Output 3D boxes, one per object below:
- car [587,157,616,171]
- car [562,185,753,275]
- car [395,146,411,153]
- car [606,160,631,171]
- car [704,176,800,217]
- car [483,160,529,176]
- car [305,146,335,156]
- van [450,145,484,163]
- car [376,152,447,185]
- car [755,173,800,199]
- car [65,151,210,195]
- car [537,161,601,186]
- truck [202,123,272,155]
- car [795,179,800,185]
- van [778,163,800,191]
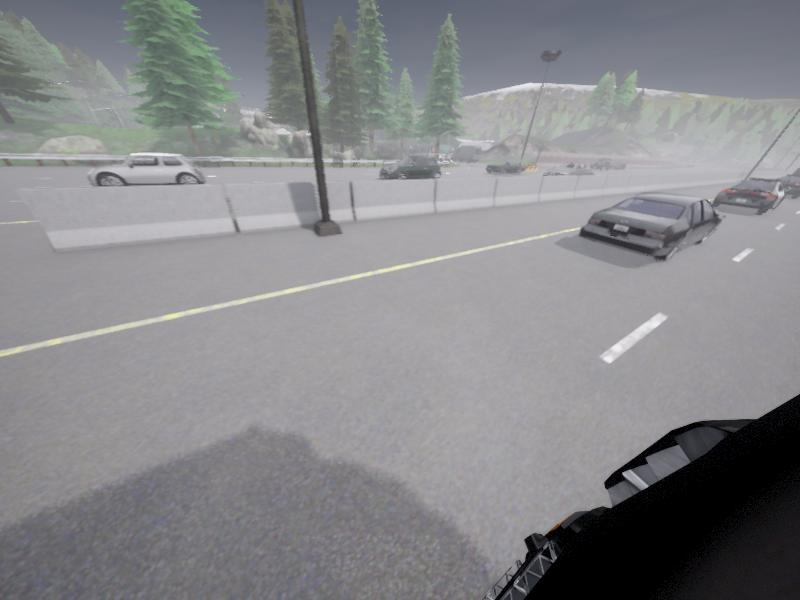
[{"bbox_3d":[35.825,-24.155,41.084,3.866,1.878,1.905,-16,38,-26],"label":"car"},{"bbox_3d":[7.541,-2.334,6.735,5.357,1.411,2.033,-16,38,-26],"label":"car"},{"bbox_3d":[1.116,-57.498,88.462,5.566,2.045,2.150,-16,38,-26],"label":"car"},{"bbox_3d":[41.813,-25.744,44.204,3.705,1.549,1.789,-16,38,-26],"label":"car"},{"bbox_3d":[19.636,-5.878,12.810,4.974,1.542,2.038,-16,38,-26],"label":"car"},{"bbox_3d":[11.833,-14.750,25.768,4.718,1.301,1.895,-16,38,-26],"label":"car"},{"bbox_3d":[-15.285,-28.630,44.402,5.008,1.535,1.882,-16,38,-26],"label":"car"},{"bbox_3d":[11.994,-26.572,42.043,1.988,2.561,5.915,-16,38,-26],"label":"van"},{"bbox_3d":[0.822,-9.537,16.695,4.553,1.767,2.097,-16,38,-26],"label":"car"},{"bbox_3d":[32.309,-9.531,19.208,4.974,1.542,2.038,-16,38,-26],"label":"car"},{"bbox_3d":[-11.432,-5.873,10.594,3.806,1.475,1.970,-16,38,-26],"label":"car"},{"bbox_3d":[15.041,-11.321,20.560,5.027,1.651,2.152,-16,38,-26],"label":"car"},{"bbox_3d":[-26.438,-26.394,38.175,8.468,3.827,2.891,-15,37,-24],"label":"truck"},{"bbox_3d":[56.181,-16.411,31.271,4.514,1.525,2.007,-16,38,-26],"label":"car"},{"bbox_3d":[43.470,-13.159,24.556,5.915,2.561,1.988,-16,38,-26],"label":"van"}]
